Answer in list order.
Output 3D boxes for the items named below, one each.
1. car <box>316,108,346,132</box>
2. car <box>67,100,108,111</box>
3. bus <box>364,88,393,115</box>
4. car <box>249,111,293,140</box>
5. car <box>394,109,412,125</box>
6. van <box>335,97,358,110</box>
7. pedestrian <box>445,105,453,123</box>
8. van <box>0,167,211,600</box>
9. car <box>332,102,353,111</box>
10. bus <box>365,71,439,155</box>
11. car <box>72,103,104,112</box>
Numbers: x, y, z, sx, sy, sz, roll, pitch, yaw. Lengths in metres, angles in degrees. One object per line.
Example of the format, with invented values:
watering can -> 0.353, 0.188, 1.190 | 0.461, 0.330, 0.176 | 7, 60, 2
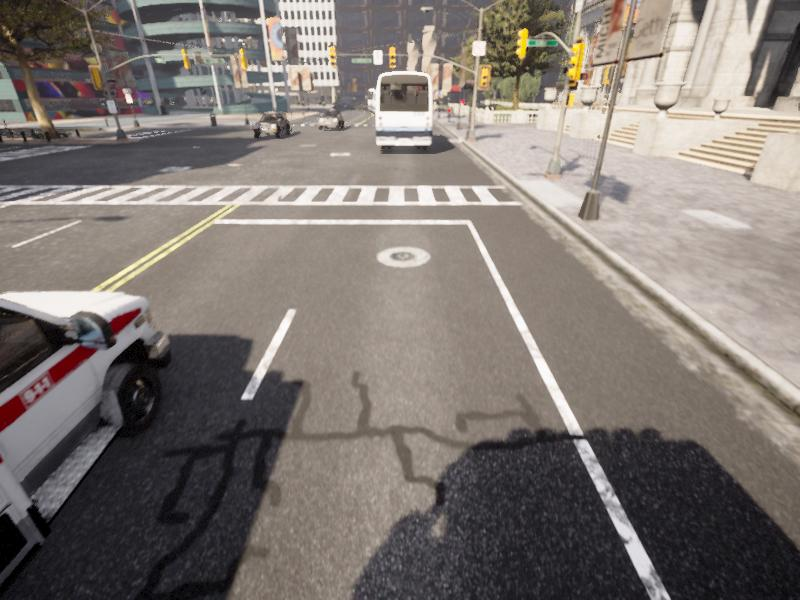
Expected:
car -> -6.584, -17.449, 38.664 | 1.932, 1.855, 4.605 | 0, 26, 1
car -> -61.420, -38.309, 78.737 | 5.566, 2.045, 2.435 | 0, 27, 0
bus -> -4.146, -37.213, 74.661 | 3.944, 4.253, 10.273 | -5, 28, -10
car -> -10.158, -13.987, 31.893 | 1.932, 1.855, 4.605 | 0, 27, 0
car -> 0.428, -21.940, 47.816 | 2.038, 1.542, 4.974 | 1, 27, 2
van -> -12.923, -47.120, 95.813 | 5.915, 2.561, 1.988 | 24, 35, 38
pedestrian -> 5.656, -21.478, 46.164 | 0.751, 1.860, 0.751 | 9, 29, 17
van -> -3.493, 1.298, 1.453 | 2.351, 2.431, 6.366 | 0, 27, 0
car -> -13.283, -44.426, 91.917 | 2.152, 1.651, 5.027 | -23, 35, -37
bus -> 0.170, -12.673, 26.749 | 3.944, 4.253, 10.273 | 0, 28, 0
car -> -61.479, -37.961, 78.916 | 4.514, 1.523, 2.007 | 0, 27, 0
